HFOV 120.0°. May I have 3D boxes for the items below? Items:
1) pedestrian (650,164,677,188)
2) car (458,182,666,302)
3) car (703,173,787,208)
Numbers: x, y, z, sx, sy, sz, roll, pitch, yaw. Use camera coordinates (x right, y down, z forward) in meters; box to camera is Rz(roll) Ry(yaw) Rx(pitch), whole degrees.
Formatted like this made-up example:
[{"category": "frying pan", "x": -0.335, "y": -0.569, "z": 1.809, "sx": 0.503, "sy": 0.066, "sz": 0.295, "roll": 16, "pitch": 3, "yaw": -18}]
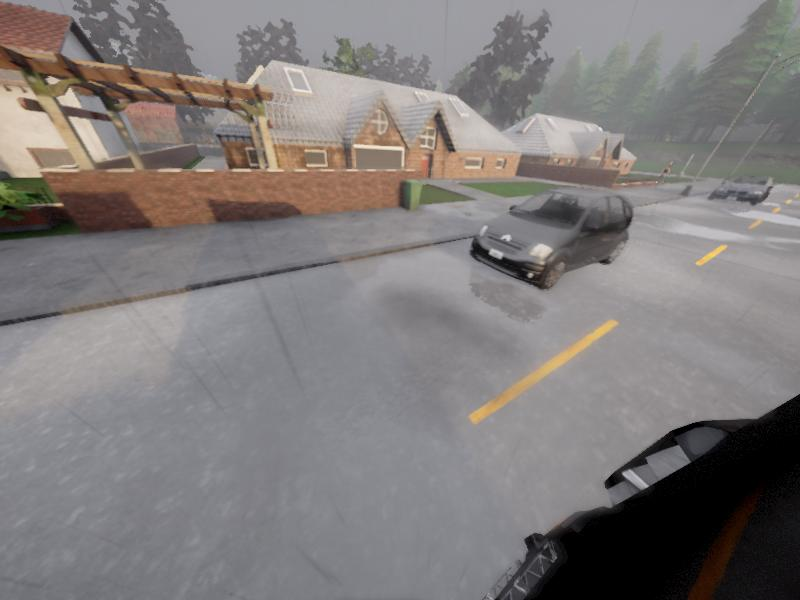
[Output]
[{"category": "pedestrian", "x": 23.652, "y": -11.142, "z": 20.756, "sx": 0.751, "sy": 1.860, "sz": 0.751, "roll": -18, "pitch": 39, "yaw": -29}, {"category": "car", "x": 3.565, "y": -1.598, "z": 5.214, "sx": 3.988, "sy": 1.617, "sz": 1.851, "roll": -17, "pitch": 38, "yaw": -27}, {"category": "car", "x": 23.666, "y": -7.632, "z": 15.867, "sx": 4.611, "sy": 1.667, "sz": 2.242, "roll": -17, "pitch": 38, "yaw": -27}]
